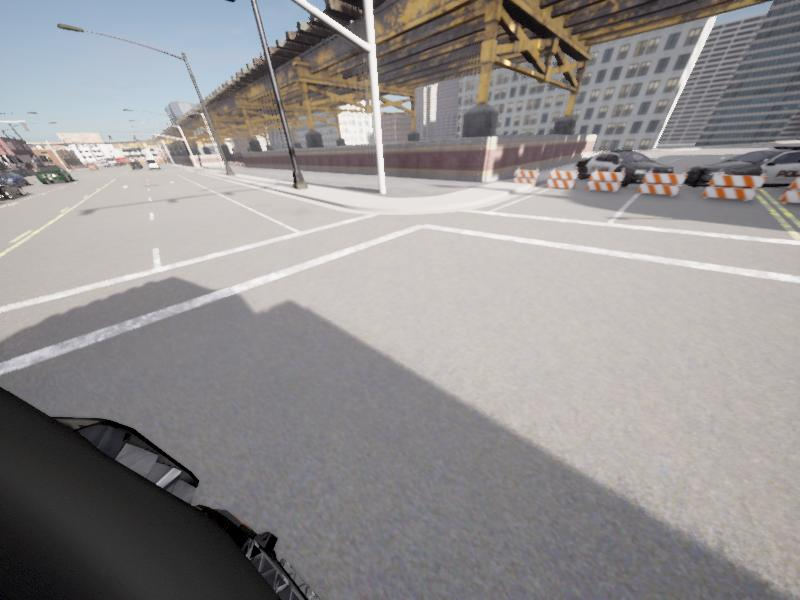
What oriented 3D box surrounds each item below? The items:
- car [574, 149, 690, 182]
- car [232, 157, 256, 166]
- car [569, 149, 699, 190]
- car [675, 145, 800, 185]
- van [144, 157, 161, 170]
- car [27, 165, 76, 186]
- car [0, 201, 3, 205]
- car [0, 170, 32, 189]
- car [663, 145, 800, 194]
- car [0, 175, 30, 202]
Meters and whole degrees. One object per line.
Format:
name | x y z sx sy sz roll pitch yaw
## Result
car | 11.973 -7.387 12.479 1.853 1.218 4.536 -2 34 1
car | -36.672 -32.632 54.477 2.038 1.542 4.974 -2 34 1
car | 11.980 -7.227 12.522 2.038 1.542 4.974 -2 34 1
car | 15.195 -5.618 9.569 4.536 1.218 1.853 4 34 10
van | -62.474 -34.410 58.232 1.988 2.561 5.915 -29 42 -34
car | -45.899 -16.628 30.621 2.150 2.045 5.566 -29 42 -34
car | -27.240 -6.093 13.947 1.994 1.385 4.181 -28 41 -32
car | -47.252 -14.452 27.675 2.097 1.767 4.553 -29 41 -34
car | 15.150 -5.490 9.665 4.974 1.542 2.038 4 34 10
car | -31.787 -8.635 18.003 1.837 1.490 4.892 -29 42 -34
